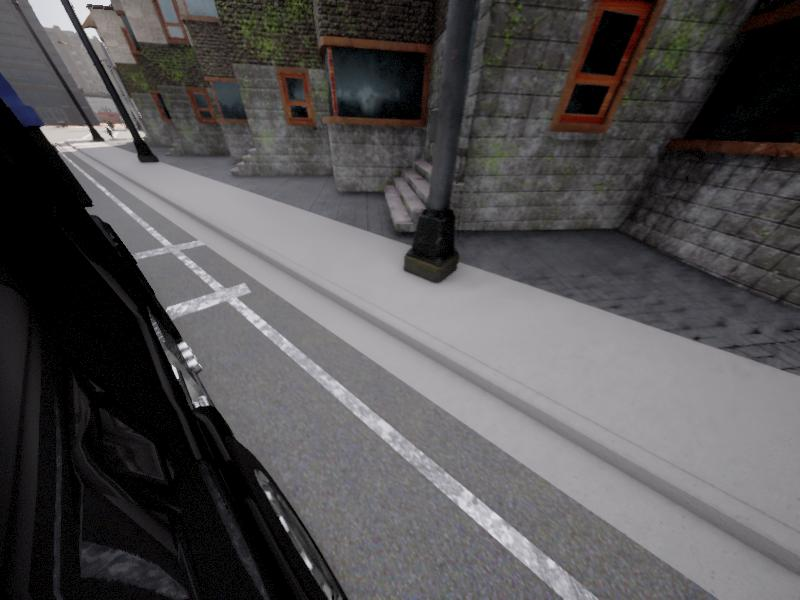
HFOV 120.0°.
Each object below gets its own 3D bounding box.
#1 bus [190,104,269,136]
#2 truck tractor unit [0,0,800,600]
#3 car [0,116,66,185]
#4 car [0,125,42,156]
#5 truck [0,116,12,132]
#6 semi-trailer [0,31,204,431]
[{"bbox_3d":[-30.726,-32.876,42.424,10.273,4.253,3.944,-4,37,-6],"label":"bus"},{"bbox_3d":[-2.645,-0.295,0.351,6.516,4.208,3.053,28,44,30],"label":"truck tractor unit"},{"bbox_3d":[-16.597,-6.335,9.550,5.566,2.045,2.150,25,42,28],"label":"car"},{"bbox_3d":[-25.958,-10.628,15.329,4.674,1.442,1.812,26,43,28],"label":"car"},{"bbox_3d":[-60.166,-24.838,30.679,8.468,3.827,2.891,-3,37,-7],"label":"truck"},{"bbox_3d":[-8.818,-3.497,4.141,14.254,4.402,2.717,27,43,29],"label":"semi-trailer"}]
